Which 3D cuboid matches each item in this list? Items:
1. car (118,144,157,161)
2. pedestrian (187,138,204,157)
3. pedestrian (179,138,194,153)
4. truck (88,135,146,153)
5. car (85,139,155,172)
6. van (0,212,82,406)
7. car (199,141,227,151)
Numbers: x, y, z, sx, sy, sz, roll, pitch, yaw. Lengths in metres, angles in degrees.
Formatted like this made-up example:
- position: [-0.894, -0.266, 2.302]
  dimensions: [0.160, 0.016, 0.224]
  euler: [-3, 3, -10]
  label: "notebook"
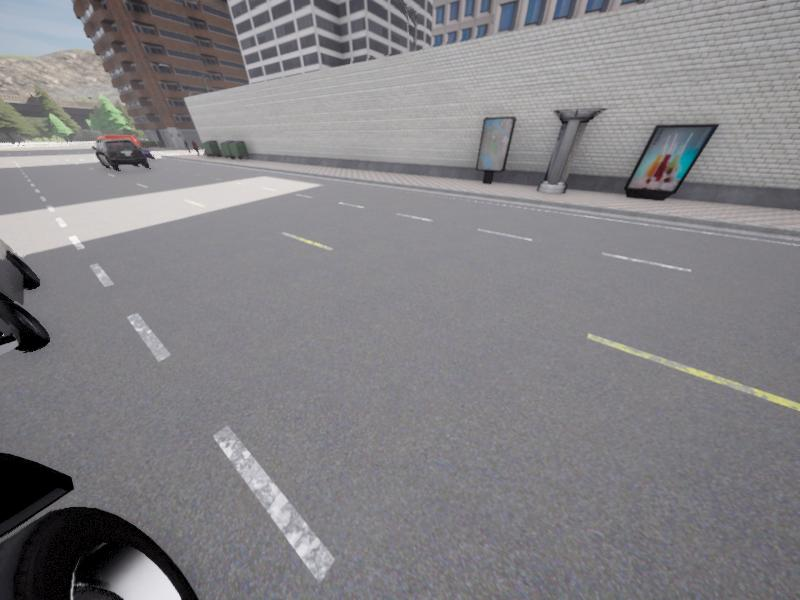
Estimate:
- position: [-30.790, -17.338, 27.062]
  dimensions: [4.193, 1.474, 1.816]
  euler: [22, 41, 28]
  label: "car"
- position: [-24.457, -18.192, 27.633]
  dimensions: [0.751, 1.860, 0.751]
  euler: [24, 42, 30]
  label: "pedestrian"
- position: [-32.301, -23.352, 35.000]
  dimensions: [0.751, 1.860, 0.751]
  euler: [17, 39, 22]
  label: "pedestrian"
- position: [-48.523, -26.952, 39.834]
  dimensions: [5.204, 2.467, 2.627]
  euler: [-14, 38, -20]
  label: "truck"
- position: [-23.019, -11.955, 18.980]
  dimensions: [5.566, 2.045, 2.150]
  euler: [22, 41, 28]
  label: "car"
- position: [-6.155, -0.280, 2.542]
  dimensions: [4.480, 2.038, 2.069]
  euler: [22, 41, 29]
  label: "van"
- position: [-37.424, -30.946, 46.265]
  dimensions: [1.789, 1.549, 3.705]
  euler: [22, 41, 28]
  label: "car"
